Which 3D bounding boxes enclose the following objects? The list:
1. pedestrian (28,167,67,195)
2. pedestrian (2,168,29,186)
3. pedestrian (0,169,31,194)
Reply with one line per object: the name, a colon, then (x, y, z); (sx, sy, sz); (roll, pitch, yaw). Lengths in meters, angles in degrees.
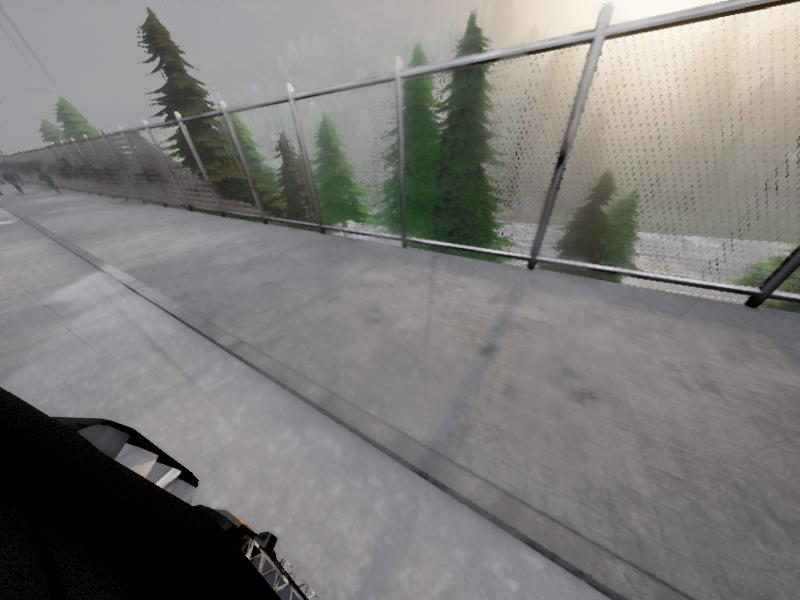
pedestrian: (-27.174, -9.182, 17.860); (0.751, 1.860, 0.751); (15, 38, 25)
pedestrian: (-44.799, -14.344, 26.945); (0.751, 1.860, 0.751); (16, 38, 26)
pedestrian: (-33.057, -10.123, 19.722); (0.751, 1.860, 0.751); (17, 39, 27)
